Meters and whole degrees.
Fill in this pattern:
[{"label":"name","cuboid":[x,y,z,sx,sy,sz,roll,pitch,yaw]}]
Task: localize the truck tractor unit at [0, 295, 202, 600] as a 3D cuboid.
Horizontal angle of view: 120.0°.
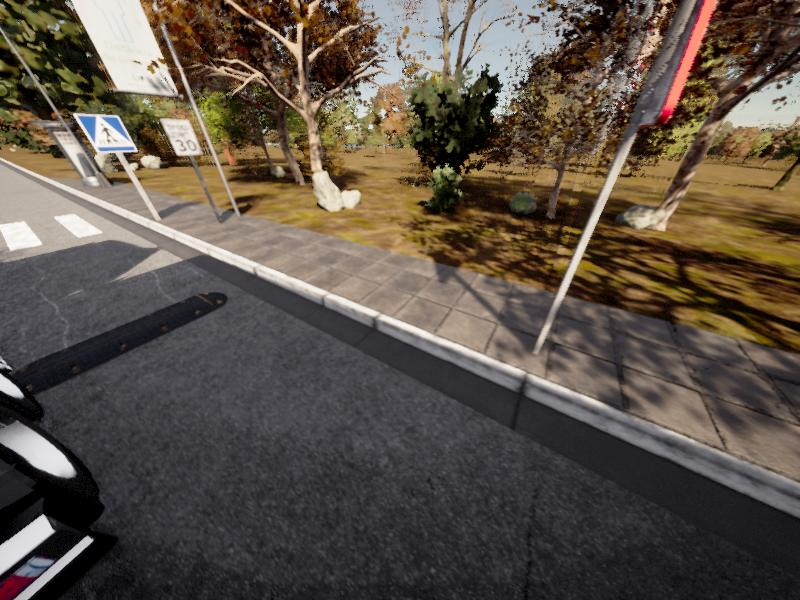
[{"label":"truck tractor unit","cuboid":[-5.160,-0.250,0.700,6.516,4.208,3.053,16,38,22]}]
